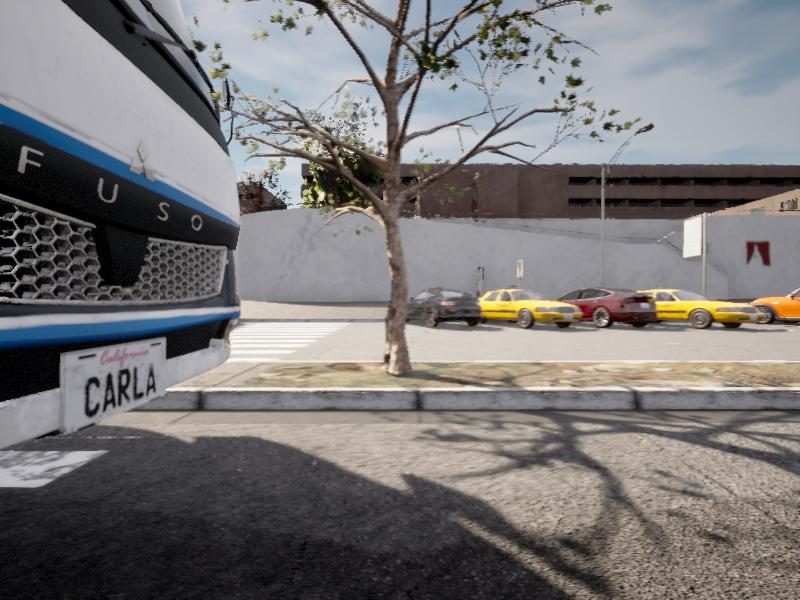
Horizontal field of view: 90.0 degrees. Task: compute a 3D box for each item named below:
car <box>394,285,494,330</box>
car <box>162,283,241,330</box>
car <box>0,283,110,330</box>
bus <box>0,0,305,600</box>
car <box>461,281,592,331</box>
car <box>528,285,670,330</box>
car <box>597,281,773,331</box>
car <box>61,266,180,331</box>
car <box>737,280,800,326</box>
[{"bbox_3d":[1.471,0.277,15.584,2.002,1.452,4.674,0,-1,-20],"label":"car"},{"bbox_3d":[-7.469,0.246,15.602,2.231,1.521,4.892,0,-1,-20],"label":"car"},{"bbox_3d":[-13.435,0.262,15.601,2.097,1.535,5.008,0,-1,-20],"label":"car"},{"bbox_3d":[-6.041,-1.128,1.822,10.273,4.253,3.944,0,0,0],"label":"bus"},{"bbox_3d":[4.520,0.233,15.414,1.946,1.575,5.366,1,-1,-20],"label":"car"},{"bbox_3d":[7.424,0.273,15.611,2.163,1.488,4.792,0,-1,-20],"label":"car"},{"bbox_3d":[10.486,0.243,15.410,1.946,1.575,5.366,1,-1,-20],"label":"car"},{"bbox_3d":[-10.472,0.001,15.623,2.435,2.045,5.566,0,-1,-20],"label":"car"},{"bbox_3d":[16.396,0.128,15.553,2.185,1.767,4.553,0,-1,-20],"label":"car"}]
